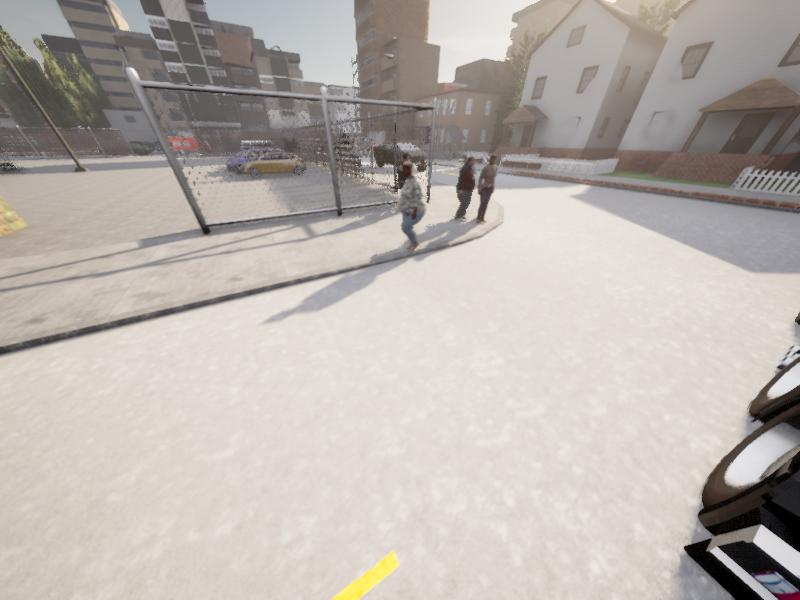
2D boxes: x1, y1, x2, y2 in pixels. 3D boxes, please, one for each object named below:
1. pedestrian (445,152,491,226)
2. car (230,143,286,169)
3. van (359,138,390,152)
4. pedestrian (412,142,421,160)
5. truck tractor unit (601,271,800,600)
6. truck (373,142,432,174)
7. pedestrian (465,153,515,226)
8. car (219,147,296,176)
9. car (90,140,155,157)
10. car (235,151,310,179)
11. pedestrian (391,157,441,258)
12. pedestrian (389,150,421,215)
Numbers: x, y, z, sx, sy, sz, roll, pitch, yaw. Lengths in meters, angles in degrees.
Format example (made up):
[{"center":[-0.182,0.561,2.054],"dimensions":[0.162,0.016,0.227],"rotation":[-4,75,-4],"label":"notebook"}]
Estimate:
[{"center":[1.990,-3.344,6.978],"dimensions":[0.751,1.860,0.751],"rotation":[-25,42,-32],"label":"pedestrian"},{"center":[-12.897,-13.242,21.189],"dimensions":[3.866,1.878,1.905],"rotation":[-18,39,-24],"label":"car"},{"center":[-5.611,-34.507,51.470],"dimensions":[6.366,2.431,2.351],"rotation":[-19,39,-25],"label":"van"},{"center":[2.057,-18.864,29.300],"dimensions":[0.751,1.860,0.751],"rotation":[29,44,35],"label":"pedestrian"},{"center":[5.120,-0.293,0.762],"dimensions":[6.516,4.208,3.053],"rotation":[-18,39,-23],"label":"truck tractor unit"},{"center":[-0.028,-12.941,20.781],"dimensions":[2.390,2.098,6.274],"rotation":[-18,39,-24],"label":"truck"},{"center":[2.588,-3.252,6.850],"dimensions":[0.751,1.860,0.751],"rotation":[-5,35,-8],"label":"pedestrian"},{"center":[-11.010,-10.944,18.084],"dimensions":[4.611,1.667,2.242],"rotation":[-18,39,-24],"label":"car"},{"center":[-40.788,-22.499,34.257],"dimensions":[5.566,2.045,2.150],"rotation":[-18,39,-24],"label":"car"},{"center":[-8.810,-9.511,16.158],"dimensions":[4.193,1.474,1.816],"rotation":[-18,39,-24],"label":"car"},{"center":[0.280,-1.962,4.977],"dimensions":[0.751,1.860,0.751],"rotation":[-10,36,-14],"label":"pedestrian"},{"center":[0.148,-3.986,7.886],"dimensions":[0.751,1.860,0.751],"rotation":[-21,40,-28],"label":"pedestrian"}]
